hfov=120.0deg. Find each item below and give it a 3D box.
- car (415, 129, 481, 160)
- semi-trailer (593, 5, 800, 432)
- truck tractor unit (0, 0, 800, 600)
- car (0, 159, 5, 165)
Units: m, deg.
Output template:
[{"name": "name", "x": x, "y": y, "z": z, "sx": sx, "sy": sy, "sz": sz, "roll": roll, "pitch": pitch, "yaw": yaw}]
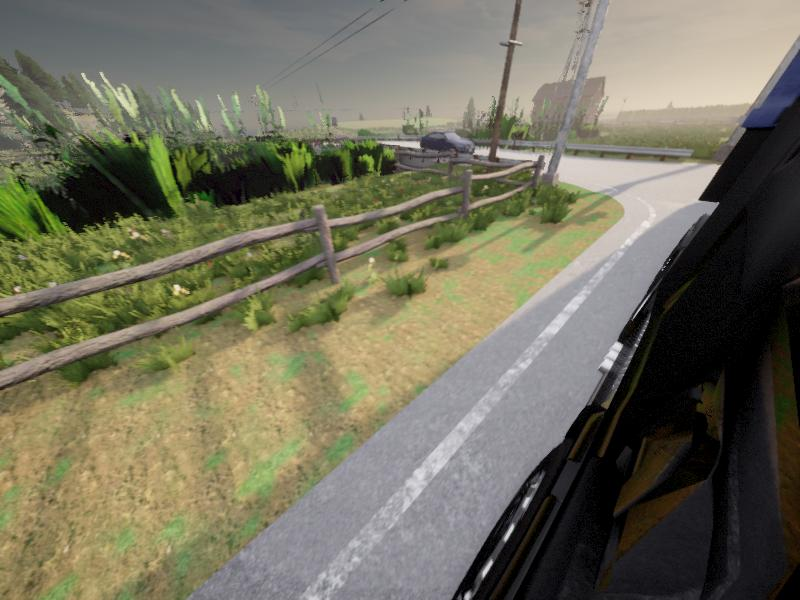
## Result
[{"name": "car", "x": 3.360, "y": -11.606, "z": 17.093, "sx": 1.812, "sy": 1.442, "sz": 4.674, "roll": -26, "pitch": 46, "yaw": -28}, {"name": "semi-trailer", "x": 9.003, "y": -3.361, "z": 3.928, "sx": 14.254, "sy": 4.402, "sz": 2.717, "roll": -24, "pitch": 42, "yaw": -26}, {"name": "truck tractor unit", "x": 2.645, "y": -0.295, "z": 0.351, "sx": 6.516, "sy": 4.208, "sz": 3.053, "roll": -28, "pitch": 44, "yaw": -30}, {"name": "car", "x": -56.271, "y": -18.241, "z": 30.250, "sx": 4.181, "sy": 1.385, "sz": 1.994, "roll": -28, "pitch": 44, "yaw": -29}]
